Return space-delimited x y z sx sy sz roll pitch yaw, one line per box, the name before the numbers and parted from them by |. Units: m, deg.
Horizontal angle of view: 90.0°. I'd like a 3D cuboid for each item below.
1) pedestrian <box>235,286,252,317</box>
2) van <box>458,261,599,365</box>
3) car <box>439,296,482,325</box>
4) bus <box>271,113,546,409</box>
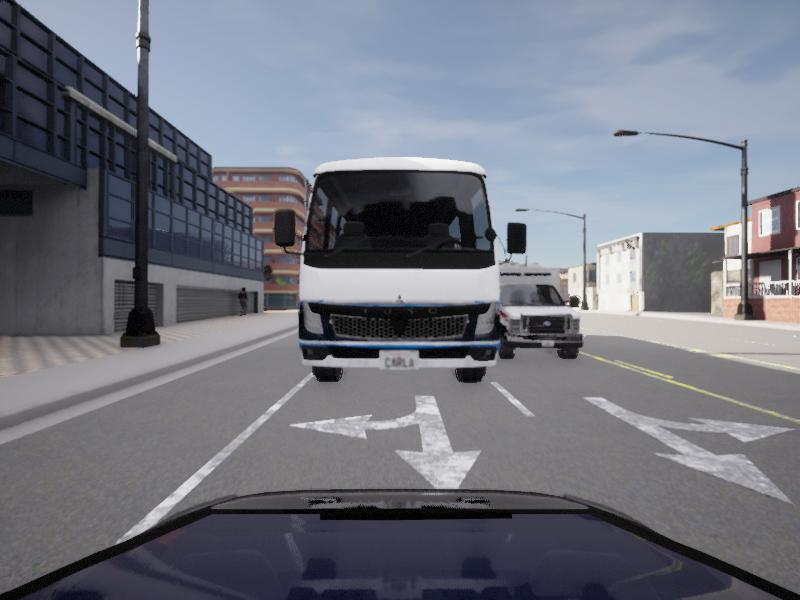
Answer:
pedestrian | -9.696 0.084 24.814 0.751 1.860 0.751 0 0 1
van | 3.474 0.253 12.565 2.351 2.431 6.366 0 1 0
car | 3.443 0.525 23.552 1.812 1.442 4.674 0 1 0
bus | 0.104 -0.652 10.917 3.944 4.253 10.273 0 1 0
